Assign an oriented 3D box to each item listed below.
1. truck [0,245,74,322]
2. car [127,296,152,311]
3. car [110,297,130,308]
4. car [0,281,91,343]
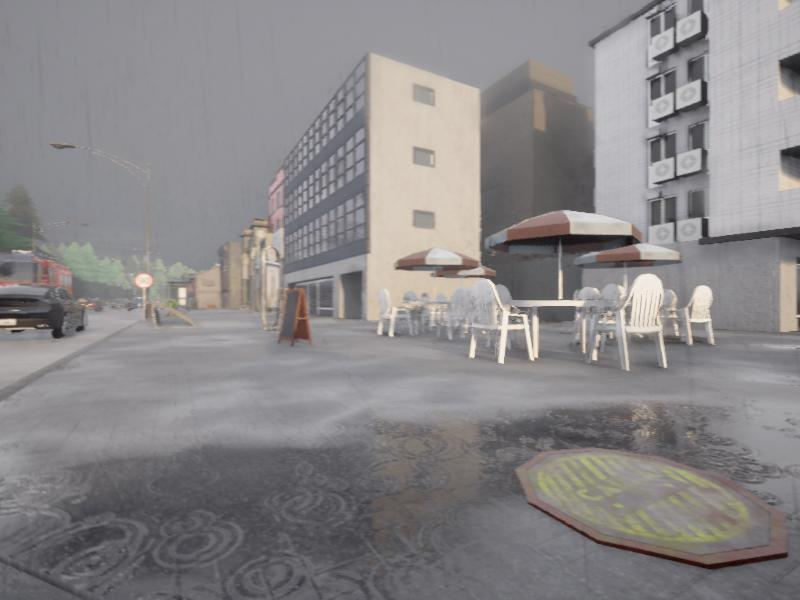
[{"bbox_3d":[-21.853,-0.799,23.403,2.891,3.827,8.468,0,0,-29],"label":"truck"},{"bbox_3d":[-30.658,0.425,47.291,2.152,1.651,5.027,0,0,-29],"label":"car"},{"bbox_3d":[-44.254,0.422,63.360,2.097,1.767,4.553,0,0,-29],"label":"car"},{"bbox_3d":[-10.812,0.309,11.922,1.837,1.490,4.892,0,0,-29],"label":"car"}]
